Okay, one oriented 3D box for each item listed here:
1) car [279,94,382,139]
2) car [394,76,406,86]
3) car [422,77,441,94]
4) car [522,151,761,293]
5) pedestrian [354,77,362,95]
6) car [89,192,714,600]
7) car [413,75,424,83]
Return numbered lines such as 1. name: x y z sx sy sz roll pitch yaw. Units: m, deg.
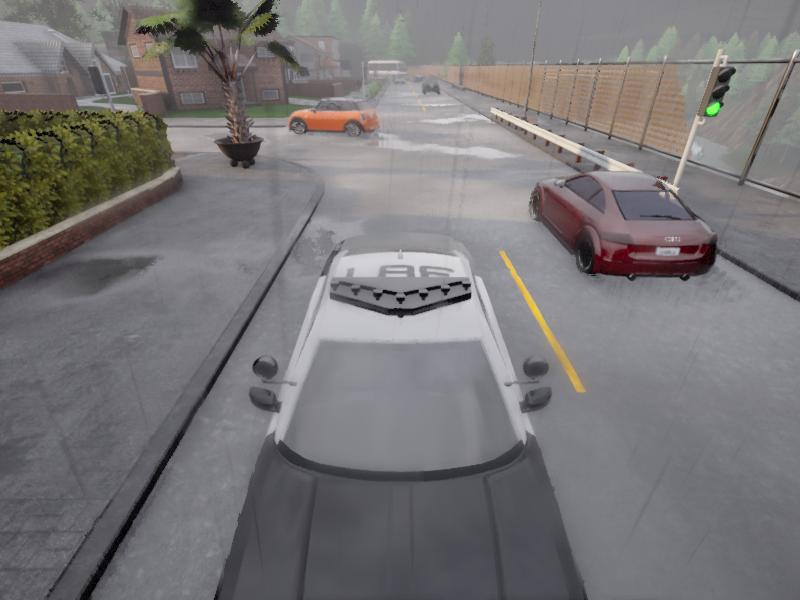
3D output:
1. car: -3.457 -9.373 20.309 4.553 1.767 2.097 9 32 15
2. car: -0.019 -41.876 76.466 2.152 1.651 5.027 0 30 0
3. car: 3.987 -27.870 52.014 2.097 1.767 4.553 0 30 0
4. car: 4.004 -1.766 7.700 1.994 1.385 4.181 0 30 0
5. pedestrian: -4.948 -25.348 47.367 0.751 1.860 0.751 4 30 7
6. car: 0.004 0.628 3.354 1.930 1.638 5.238 0 30 0
7. car: 3.977 -47.126 85.270 1.882 1.535 5.008 -1 30 -2
